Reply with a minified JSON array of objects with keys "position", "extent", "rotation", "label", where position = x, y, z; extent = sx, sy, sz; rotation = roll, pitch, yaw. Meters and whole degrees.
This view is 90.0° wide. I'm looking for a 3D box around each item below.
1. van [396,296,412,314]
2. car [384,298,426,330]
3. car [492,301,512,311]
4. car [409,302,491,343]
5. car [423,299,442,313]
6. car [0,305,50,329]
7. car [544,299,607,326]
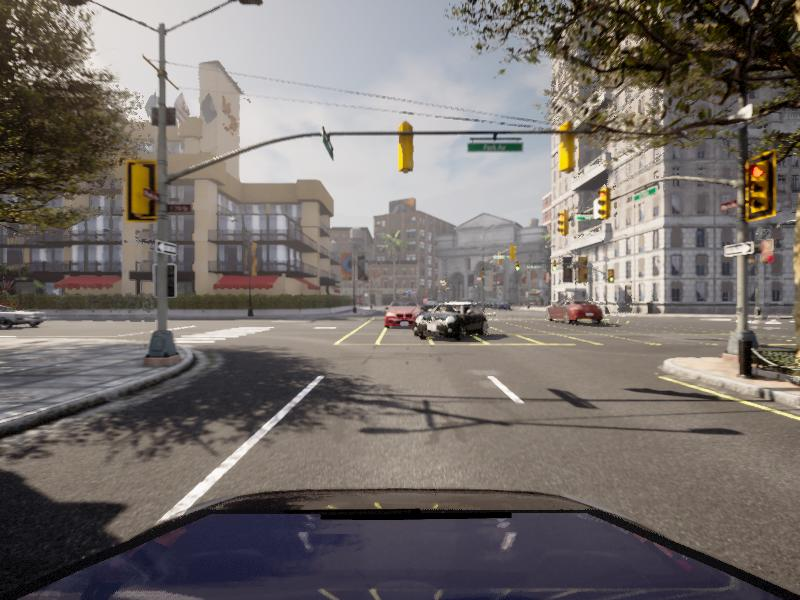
[{"position":[0.469,0.583,47.297],"extent":[1.775,1.987,4.442],"rotation":[0,0,0],"label":"van"},{"position":[0.261,0.748,23.706],"extent":[2.242,1.667,4.611],"rotation":[0,0,0],"label":"car"},{"position":[15.600,0.886,61.347],"extent":[1.994,1.385,4.181],"rotation":[0,0,1],"label":"car"},{"position":[2.216,0.847,16.857],"extent":[1.970,1.475,3.806],"rotation":[0,0,33],"label":"car"},{"position":[3.991,0.754,49.644],"extent":[1.930,1.638,5.238],"rotation":[0,0,0],"label":"car"},{"position":[-23.005,0.939,22.655],"extent":[4.718,1.301,1.895],"rotation":[0,0,0],"label":"car"},{"position":[11.791,0.770,27.299],"extent":[2.152,1.651,5.027],"rotation":[0,0,1],"label":"car"}]
